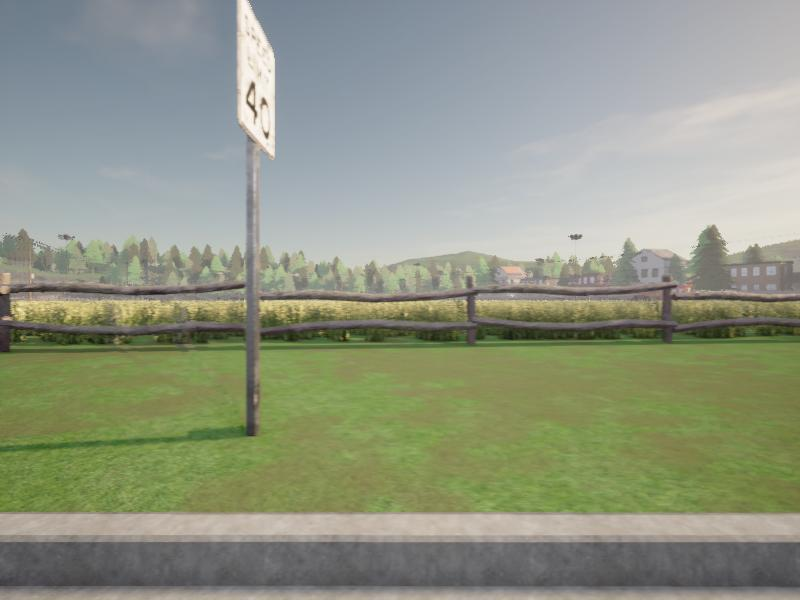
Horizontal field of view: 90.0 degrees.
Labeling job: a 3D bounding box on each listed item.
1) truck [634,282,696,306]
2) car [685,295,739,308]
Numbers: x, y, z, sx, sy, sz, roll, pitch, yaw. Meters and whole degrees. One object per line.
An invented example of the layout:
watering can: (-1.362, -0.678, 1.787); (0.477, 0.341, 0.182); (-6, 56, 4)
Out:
truck: (44.767, -0.942, 67.944); (2.891, 3.827, 8.468); (0, 0, -25)
car: (40.538, 0.155, 52.109); (1.930, 1.638, 5.238); (0, 0, -25)
